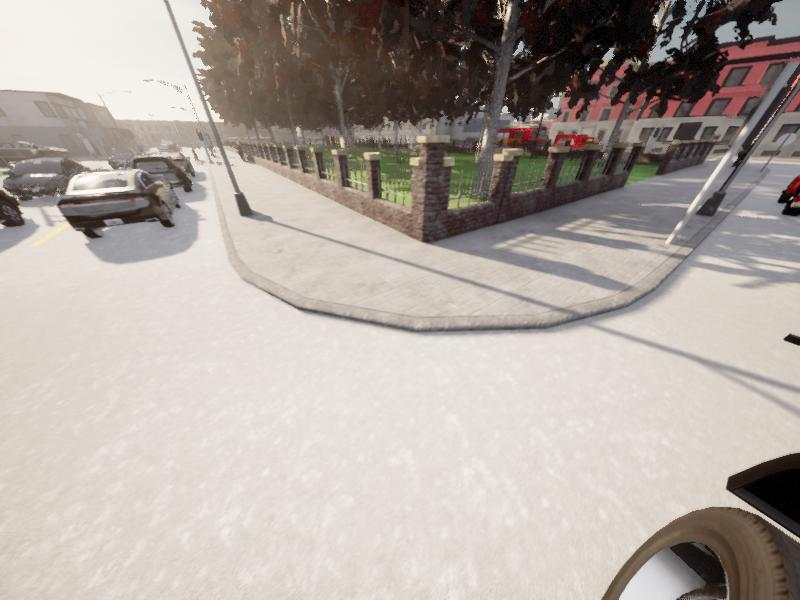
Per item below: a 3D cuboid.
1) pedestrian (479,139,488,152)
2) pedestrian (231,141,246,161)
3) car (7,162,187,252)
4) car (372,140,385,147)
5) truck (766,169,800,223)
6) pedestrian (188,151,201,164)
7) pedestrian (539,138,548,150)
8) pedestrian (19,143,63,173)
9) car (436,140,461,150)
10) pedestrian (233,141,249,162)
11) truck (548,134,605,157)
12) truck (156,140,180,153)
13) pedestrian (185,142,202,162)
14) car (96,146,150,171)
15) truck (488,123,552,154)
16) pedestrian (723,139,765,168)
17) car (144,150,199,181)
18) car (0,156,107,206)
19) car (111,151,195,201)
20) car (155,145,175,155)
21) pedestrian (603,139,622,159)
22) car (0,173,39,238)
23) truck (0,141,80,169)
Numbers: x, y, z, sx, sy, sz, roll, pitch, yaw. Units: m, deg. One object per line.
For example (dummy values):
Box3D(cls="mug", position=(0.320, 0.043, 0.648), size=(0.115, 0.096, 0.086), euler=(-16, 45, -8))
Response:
Box3D(cls="pedestrian", position=(13.906, -25.809, 38.560), size=(0.751, 1.860, 0.751), euler=(-9, 36, -13))
Box3D(cls="pedestrian", position=(-18.271, -16.875, 26.143), size=(0.751, 1.860, 0.751), euler=(-22, 40, -27))
Box3D(cls="car", position=(-8.589, -3.281, 7.316), size=(2.128, 1.511, 4.902), euler=(-22, 41, -28))
Box3D(cls="car", position=(-7.097, -51.458, 75.884), size=(2.033, 1.649, 4.856), euler=(-22, 41, -28))
Box3D(cls="truck", position=(15.021, -3.979, 7.289), size=(5.204, 2.467, 2.627), euler=(-22, 41, -28))
Box3D(cls="pedestrian", position=(-21.478, -14.866, 24.160), size=(0.500, 1.100, 0.500), euler=(-7, 36, -10))
Box3D(cls="pedestrian", position=(26.814, -29.107, 43.135), size=(0.751, 1.860, 0.751), euler=(-20, 40, -26))
Box3D(cls="pedestrian", position=(-27.008, -10.695, 17.433), size=(0.751, 1.860, 0.751), euler=(-11, 37, -15))
Box3D(cls="car", position=(10.363, -33.366, 49.732), size=(2.152, 1.651, 5.027), euler=(-22, 41, -28))
Box3D(cls="pedestrian", position=(-16.802, -15.659, 24.406), size=(0.751, 1.860, 0.751), euler=(-22, 41, -28))
Box3D(cls="truck", position=(24.727, -21.912, 32.643), size=(2.627, 2.467, 5.204), euler=(-23, 41, -28))
Box3D(cls="truck", position=(-49.357, -32.755, 49.297), size=(2.390, 2.098, 6.274), euler=(-22, 41, -28))
Box3D(cls="pedestrian", position=(-23.529, -16.868, 26.354), size=(0.751, 1.860, 0.751), euler=(-23, 41, -29))
Box3D(cls="car", position=(-25.164, -13.089, 21.255), size=(2.033, 1.649, 4.856), euler=(-23, 41, -29))
Box3D(cls="truck", position=(19.473, -26.772, 38.400), size=(2.891, 3.827, 8.468), euler=(-22, 41, -28))
Box3D(cls="pedestrian", position=(26.538, -11.301, 17.891), size=(0.751, 1.860, 0.751), euler=(4, 35, 6))
Box3D(cls="car", position=(-16.170, -9.752, 16.552), size=(2.128, 1.511, 4.902), euler=(-24, 42, -30))
Box3D(cls="car", position=(-16.735, -5.964, 11.199), size=(1.837, 1.490, 4.892), euler=(-22, 41, -28))
Box3D(cls="car", position=(-12.289, -6.556, 11.888), size=(2.033, 1.649, 4.856), euler=(-23, 41, -29))
Box3D(cls="car", position=(-44.431, -28.452, 43.727), size=(1.812, 1.442, 4.674), euler=(-22, 41, -28))
Box3D(cls="pedestrian", position=(24.274, -17.328, 26.454), size=(0.751, 1.860, 0.751), euler=(-23, 41, -28))
Box3D(cls="car", position=(-11.873, -2.165, 5.427), size=(1.932, 1.855, 4.605), euler=(-22, 42, -28))
Box3D(cls="truck", position=(-37.378, -14.361, 22.746), size=(6.274, 2.098, 2.390), euler=(-22, 41, -28))
